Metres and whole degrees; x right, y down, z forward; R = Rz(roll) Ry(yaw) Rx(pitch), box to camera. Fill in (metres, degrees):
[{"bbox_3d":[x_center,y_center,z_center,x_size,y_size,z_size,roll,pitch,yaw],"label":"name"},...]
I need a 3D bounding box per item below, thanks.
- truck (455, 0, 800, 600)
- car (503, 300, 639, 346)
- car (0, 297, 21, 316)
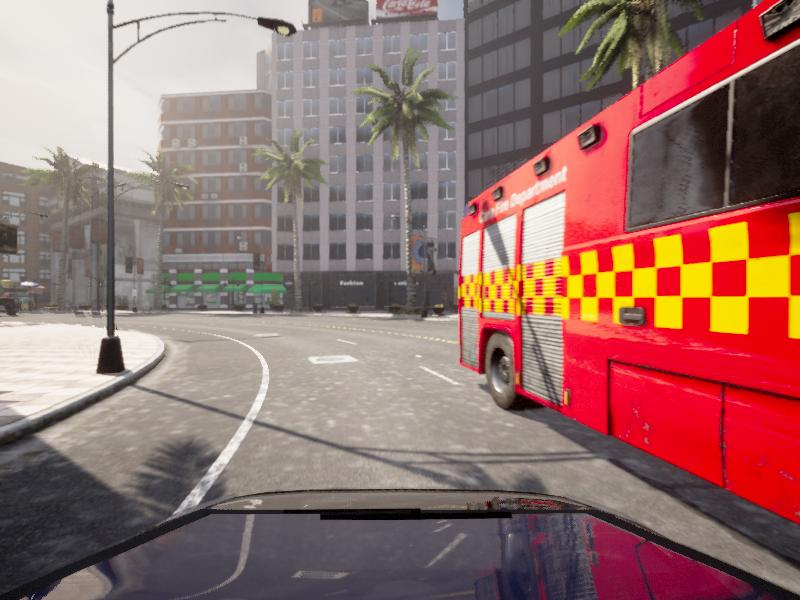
[{"bbox_3d":[3.236,-0.321,3.716,2.891,3.827,8.468,0,0,-10],"label":"truck"},{"bbox_3d":[6.717,0.803,16.515,1.801,1.575,5.366,0,0,-24],"label":"car"},{"bbox_3d":[-40.798,0.669,40.249,3.866,1.878,1.905,0,0,7],"label":"car"}]
